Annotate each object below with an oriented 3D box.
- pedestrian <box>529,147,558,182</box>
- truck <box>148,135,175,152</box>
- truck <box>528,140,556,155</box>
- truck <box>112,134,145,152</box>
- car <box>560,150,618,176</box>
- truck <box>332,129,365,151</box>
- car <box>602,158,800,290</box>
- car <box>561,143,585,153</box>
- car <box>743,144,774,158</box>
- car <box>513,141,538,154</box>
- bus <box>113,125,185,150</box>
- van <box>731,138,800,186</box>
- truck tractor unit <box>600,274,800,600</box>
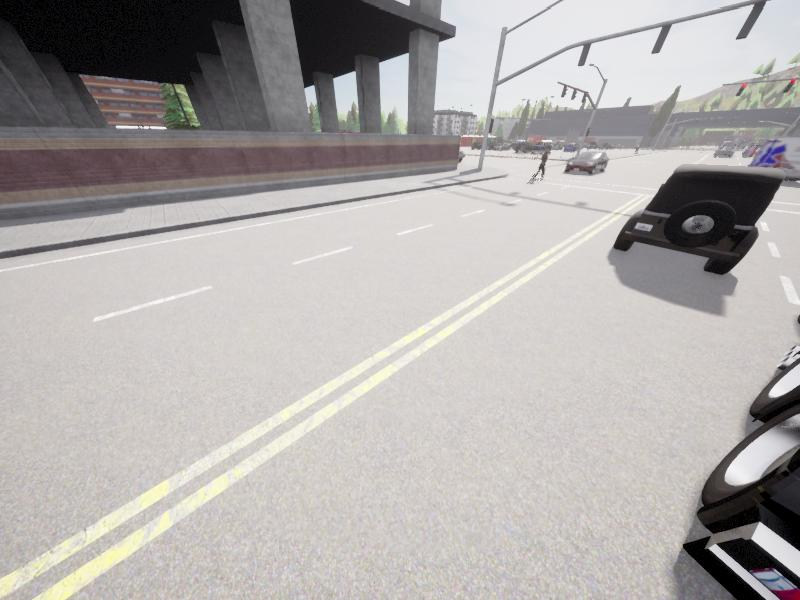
[{"bbox_3d":[9.116,-8.615,14.736,0.751,1.860,0.751,-10,36,-15],"label":"pedestrian"},{"bbox_3d":[-44.293,-29.211,42.983,2.615,2.467,5.204,-26,43,-32],"label":"truck"},{"bbox_3d":[25.006,-26.879,40.618,4.478,2.038,2.069,-26,43,-32],"label":"truck"},{"bbox_3d":[-47.588,-27.633,40.694,2.615,2.467,5.204,-26,43,-32],"label":"truck"},{"bbox_3d":[15.634,-11.407,19.112,4.792,1.488,2.163,-26,43,-32],"label":"car"},{"bbox_3d":[-11.443,-35.507,51.291,2.891,3.827,8.468,-26,43,-32],"label":"truck"},{"bbox_3d":[6.875,-2.077,5.369,3.866,1.878,1.905,-26,43,-32],"label":"car"},{"bbox_3d":[36.502,-32.170,48.758,4.611,1.667,2.242,-26,43,-32],"label":"car"},{"bbox_3d":[60.626,-25.284,39.168,4.553,1.767,2.097,-26,43,-32],"label":"car"},{"bbox_3d":[23.087,-28.052,42.445,4.605,1.855,1.932,-26,43,-32],"label":"car"},{"bbox_3d":[-57.610,-37.605,53.599,10.273,4.253,3.944,-26,42,-32],"label":"bus"},{"bbox_3d":[25.881,-8.166,13.735,2.351,2.431,6.366,-6,35,-9],"label":"van"},{"bbox_3d":[5.128,-0.284,0.757,6.516,4.208,3.053,-18,39,-23],"label":"truck tractor unit"}]
